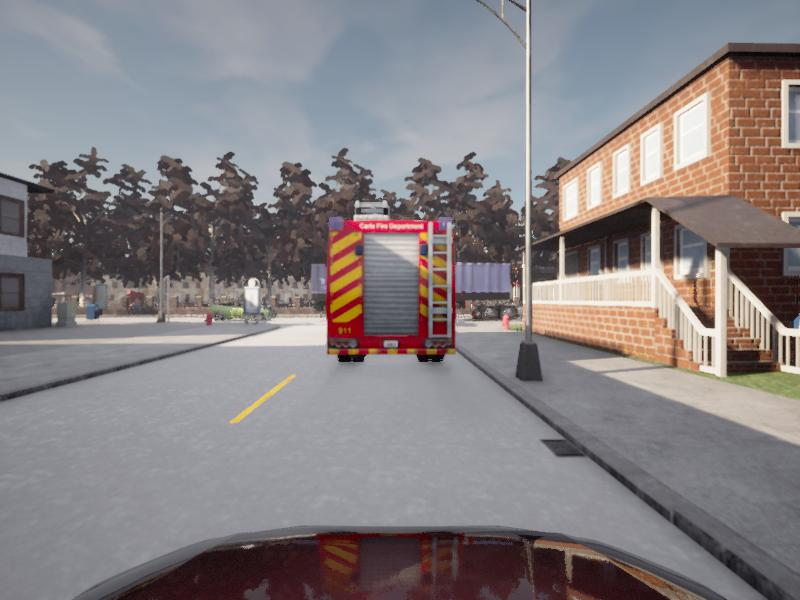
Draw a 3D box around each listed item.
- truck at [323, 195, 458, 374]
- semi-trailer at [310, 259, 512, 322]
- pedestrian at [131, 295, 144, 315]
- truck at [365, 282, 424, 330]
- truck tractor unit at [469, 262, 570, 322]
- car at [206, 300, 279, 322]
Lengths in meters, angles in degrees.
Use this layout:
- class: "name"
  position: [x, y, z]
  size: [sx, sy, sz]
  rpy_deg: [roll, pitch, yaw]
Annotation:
- class: "truck"
  position: [-0.273, -0.337, 12.804]
  size: [2.891, 3.827, 8.468]
  rpy_deg: [0, 0, -1]
- class: "semi-trailer"
  position: [0.794, -0.657, 29.545]
  size: [14.254, 4.402, 2.717]
  rpy_deg: [0, 0, -1]
- class: "pedestrian"
  position: [-25.119, 0.483, 38.343]
  size: [0.751, 1.860, 0.751]
  rpy_deg: [0, 0, -1]
- class: "truck"
  position: [-0.160, 0.323, 23.220]
  size: [2.627, 2.467, 5.204]
  rpy_deg: [0, 0, 8]
- class: "truck tractor unit"
  position: [8.708, -0.562, 29.722]
  size: [6.516, 4.208, 3.053]
  rpy_deg: [0, 0, -1]
- class: "car"
  position: [-11.405, 0.791, 29.203]
  size: [4.514, 1.525, 2.007]
  rpy_deg: [0, 0, 0]
